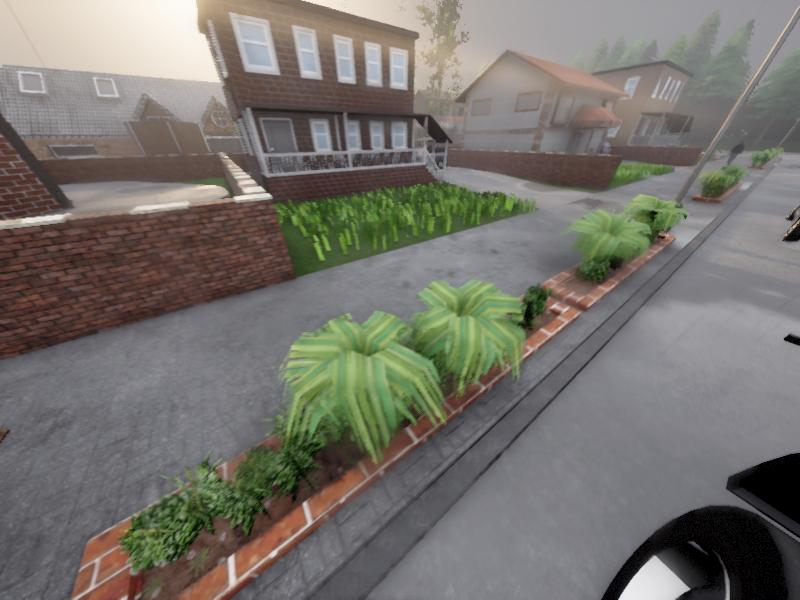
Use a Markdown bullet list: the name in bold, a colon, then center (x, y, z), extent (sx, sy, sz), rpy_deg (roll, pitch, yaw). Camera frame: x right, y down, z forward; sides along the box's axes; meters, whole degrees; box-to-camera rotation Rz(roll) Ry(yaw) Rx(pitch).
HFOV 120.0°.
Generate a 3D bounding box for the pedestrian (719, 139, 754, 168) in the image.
- **pedestrian**: center (26.799, -11.699, 18.453), extent (0.751, 1.860, 0.751), rpy_deg (-29, 44, -34)

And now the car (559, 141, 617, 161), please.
- **car**: center (18.072, -14.466, 22.350), extent (1.845, 1.501, 3.633), rpy_deg (-22, 41, -28)

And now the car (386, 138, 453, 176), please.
- **car**: center (1.257, -9.336, 14.929), extent (3.866, 1.878, 1.905), rpy_deg (-22, 41, -28)

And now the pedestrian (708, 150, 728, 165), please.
- **pedestrian**: center (27.638, -12.396, 20.095), extent (0.500, 1.100, 0.500), rpy_deg (-23, 41, -28)

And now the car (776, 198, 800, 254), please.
- **car**: center (11.762, -2.314, 5.676), extent (5.238, 1.638, 1.930), rpy_deg (-22, 41, -28)
